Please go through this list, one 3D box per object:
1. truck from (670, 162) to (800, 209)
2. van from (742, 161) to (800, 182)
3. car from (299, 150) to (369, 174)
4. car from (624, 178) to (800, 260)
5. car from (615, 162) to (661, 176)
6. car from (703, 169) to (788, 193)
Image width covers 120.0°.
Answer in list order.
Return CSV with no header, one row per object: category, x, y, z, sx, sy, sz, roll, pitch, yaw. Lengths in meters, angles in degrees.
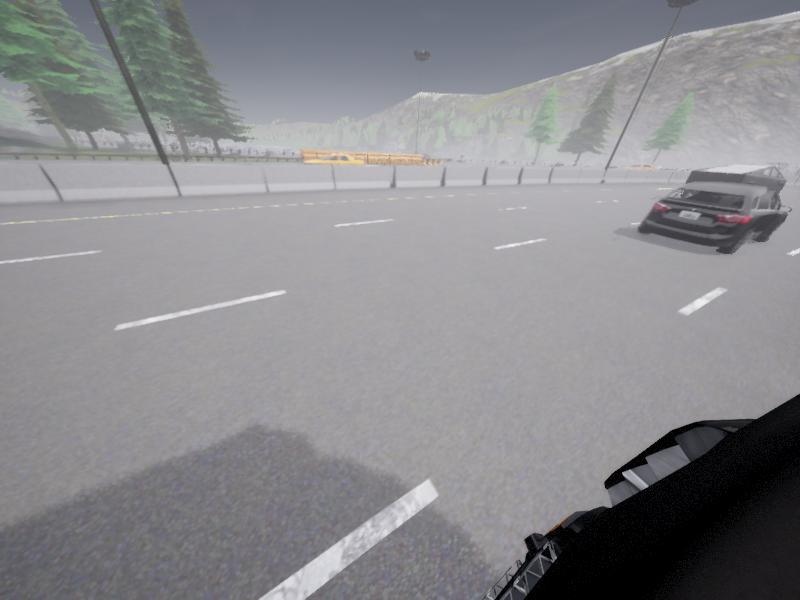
truck,20.490,-7.058,14.115,6.274,2.098,2.390,-10,35,-18
van,59.716,-20.411,36.676,6.366,2.431,2.351,-1,34,-5
car,-5.612,-11.934,20.048,5.366,1.575,1.801,-14,38,-24
car,10.177,-2.804,7.374,4.611,1.667,2.242,-13,36,-22
car,34.123,-18.760,33.181,5.008,1.535,1.882,-6,34,-12
car,30.352,-10.511,20.395,4.611,1.667,2.242,-6,34,-13
